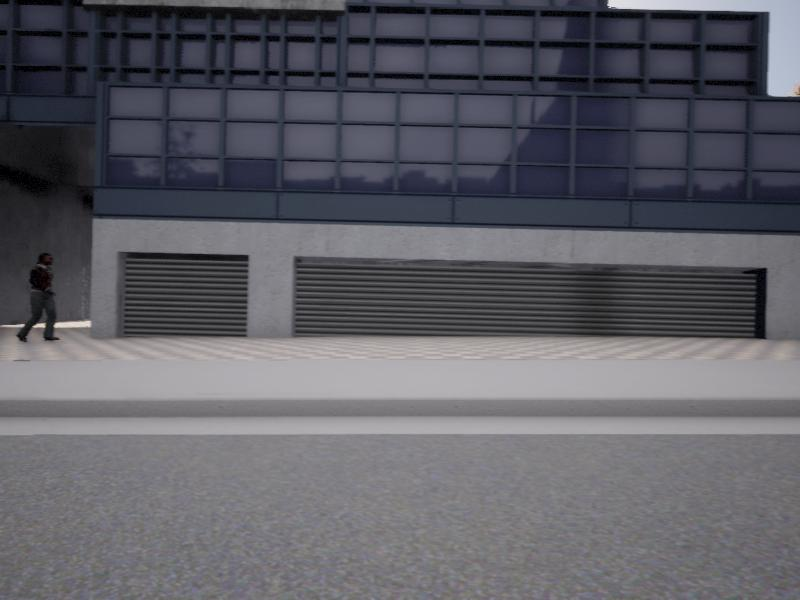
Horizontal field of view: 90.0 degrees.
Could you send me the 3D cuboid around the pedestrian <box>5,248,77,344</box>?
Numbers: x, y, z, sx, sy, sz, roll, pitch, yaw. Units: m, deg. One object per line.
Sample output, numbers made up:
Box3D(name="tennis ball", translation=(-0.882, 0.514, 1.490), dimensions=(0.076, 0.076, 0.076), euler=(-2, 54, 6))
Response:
Box3D(name="pedestrian", translation=(-7.319, -0.074, 8.196), dimensions=(0.751, 1.860, 0.751), euler=(1, 0, -3))
